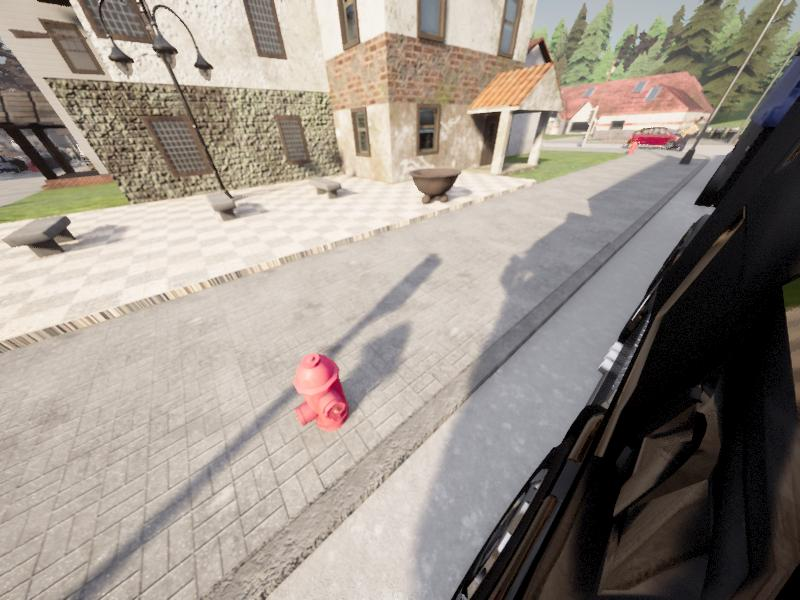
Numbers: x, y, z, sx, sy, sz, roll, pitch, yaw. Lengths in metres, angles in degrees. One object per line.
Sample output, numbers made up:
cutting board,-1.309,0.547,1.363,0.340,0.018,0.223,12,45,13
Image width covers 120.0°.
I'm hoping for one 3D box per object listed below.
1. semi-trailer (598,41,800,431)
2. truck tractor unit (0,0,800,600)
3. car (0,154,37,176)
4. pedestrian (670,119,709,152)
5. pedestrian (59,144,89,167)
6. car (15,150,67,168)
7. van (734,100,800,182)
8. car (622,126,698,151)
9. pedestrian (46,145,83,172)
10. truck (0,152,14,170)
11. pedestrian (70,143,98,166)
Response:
semi-trailer,8.689,-3.590,4.268,14.254,4.402,2.717,-28,44,-30
truck tractor unit,2.645,-0.295,0.351,6.516,4.208,3.053,-28,44,-30
car,-35.925,-12.286,20.969,1.994,1.385,4.181,-28,43,-30
pedestrian,20.768,-11.796,16.628,0.751,1.860,0.751,10,38,16
pedestrian,-32.679,-14.538,23.203,0.751,1.860,0.751,-25,42,-28
car,-42.673,-16.978,27.640,2.033,1.411,5.357,-27,43,-30
van,17.507,-7.108,10.121,5.915,2.561,1.988,-27,43,-29
car,22.196,-13.932,19.903,1.789,1.549,3.705,-20,40,-23
pedestrian,-27.653,-11.675,19.069,0.751,1.860,0.751,-24,42,-27
truck,-42.869,-14.321,22.019,2.891,3.827,8.468,-28,44,-30
pedestrian,-31.932,-14.702,23.384,0.751,1.860,0.751,-27,43,-30
